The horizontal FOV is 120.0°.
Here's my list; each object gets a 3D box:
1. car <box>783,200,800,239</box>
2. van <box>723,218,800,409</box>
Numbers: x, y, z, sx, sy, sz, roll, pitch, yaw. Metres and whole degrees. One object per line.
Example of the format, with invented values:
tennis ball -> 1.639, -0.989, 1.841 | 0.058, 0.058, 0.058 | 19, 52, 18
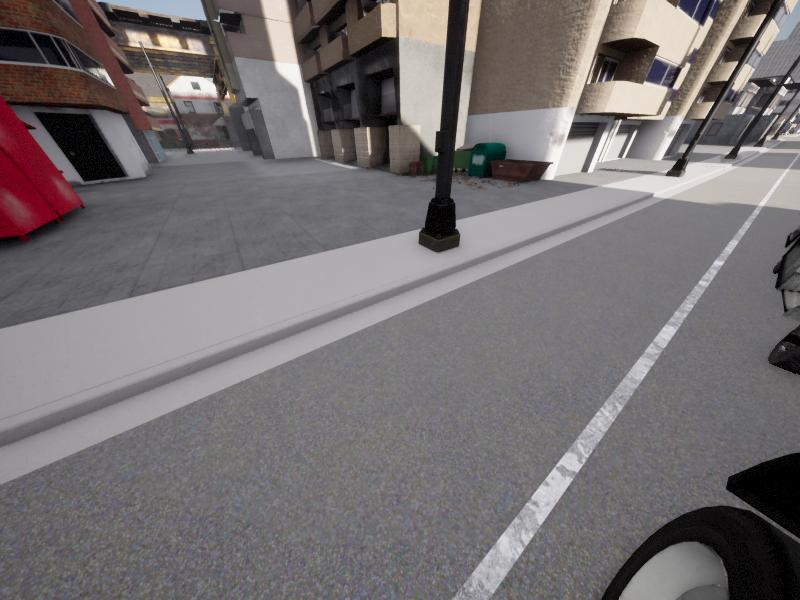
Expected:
car -> 13.143, -2.684, 6.324 | 4.902, 1.511, 2.128 | -22, 40, -27
van -> 7.034, -0.624, 2.657 | 6.366, 2.431, 2.351 | -22, 40, -28
